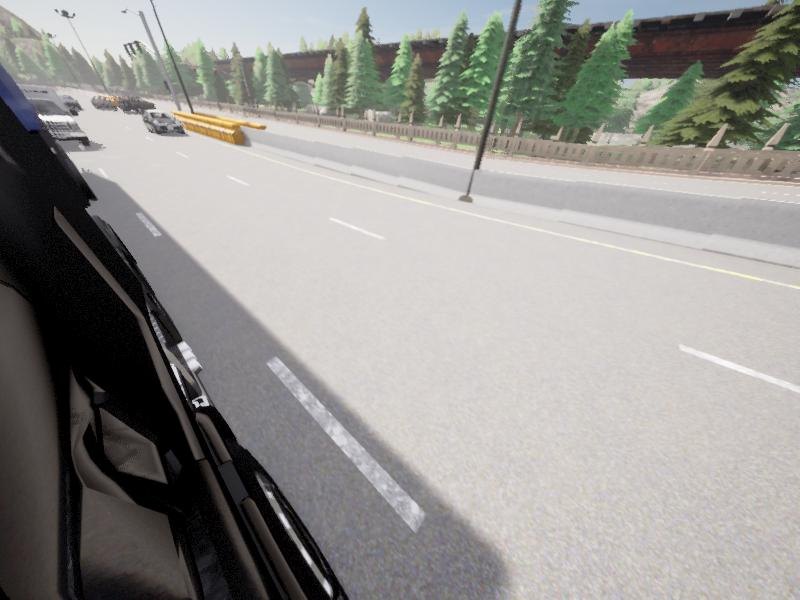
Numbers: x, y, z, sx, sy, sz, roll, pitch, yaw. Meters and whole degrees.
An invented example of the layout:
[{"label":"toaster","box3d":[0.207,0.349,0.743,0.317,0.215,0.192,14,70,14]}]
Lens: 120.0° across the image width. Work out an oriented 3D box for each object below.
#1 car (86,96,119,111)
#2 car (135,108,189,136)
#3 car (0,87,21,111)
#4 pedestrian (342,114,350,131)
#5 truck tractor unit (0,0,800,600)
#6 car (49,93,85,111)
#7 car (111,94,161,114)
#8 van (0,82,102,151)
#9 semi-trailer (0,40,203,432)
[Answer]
[{"label":"car","box3d":[-42.953,-28.399,33.349,4.181,1.385,1.994,30,45,27]},{"label":"car","box3d":[-19.284,-14.394,18.728,3.806,1.475,1.970,31,45,28]},{"label":"car","box3d":[-41.295,-19.516,22.191,2.097,1.767,4.553,24,42,21]},{"label":"pedestrian","box3d":[-7.954,-26.311,34.276,0.751,1.860,0.751,31,45,28]},{"label":"truck tractor unit","box3d":[-2.645,-0.295,0.352,6.516,4.208,3.053,28,44,30]},{"label":"car","box3d":[-43.275,-25.736,29.987,5.357,1.411,2.033,31,45,28]},{"label":"car","box3d":[-37.388,-27.839,32.914,1.932,1.855,4.605,2,39,-6]},{"label":"van","box3d":[-19.785,-10.039,12.506,6.366,2.431,2.351,25,43,23]},{"label":"semi-trailer","box3d":[-8.715,-3.651,4.125,14.254,4.402,2.717,29,44,29]}]
